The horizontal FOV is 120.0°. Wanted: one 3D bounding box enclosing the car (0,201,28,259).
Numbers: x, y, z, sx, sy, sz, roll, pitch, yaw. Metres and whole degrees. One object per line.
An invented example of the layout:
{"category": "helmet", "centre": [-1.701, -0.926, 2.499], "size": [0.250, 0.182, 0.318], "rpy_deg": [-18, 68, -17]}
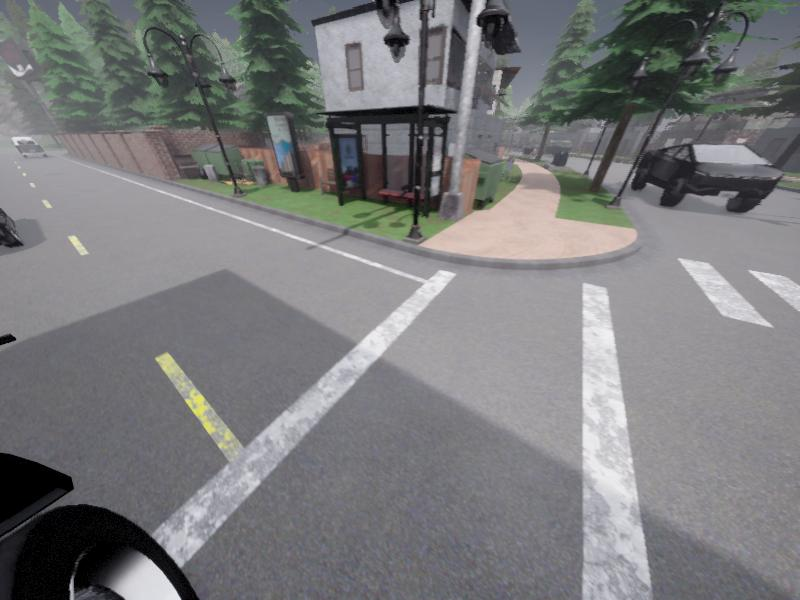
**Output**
{"category": "car", "centre": [-10.966, -1.885, 5.299], "size": [4.181, 1.385, 1.994], "rpy_deg": [22, 41, 28]}

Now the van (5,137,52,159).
{"category": "van", "centre": [-44.719, -18.372, 27.809], "size": [4.480, 2.038, 2.069], "rpy_deg": [22, 41, 28]}

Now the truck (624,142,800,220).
{"category": "truck", "centre": [12.585, -5.485, 9.971], "size": [2.390, 2.098, 6.274], "rpy_deg": [16, 38, 21]}
